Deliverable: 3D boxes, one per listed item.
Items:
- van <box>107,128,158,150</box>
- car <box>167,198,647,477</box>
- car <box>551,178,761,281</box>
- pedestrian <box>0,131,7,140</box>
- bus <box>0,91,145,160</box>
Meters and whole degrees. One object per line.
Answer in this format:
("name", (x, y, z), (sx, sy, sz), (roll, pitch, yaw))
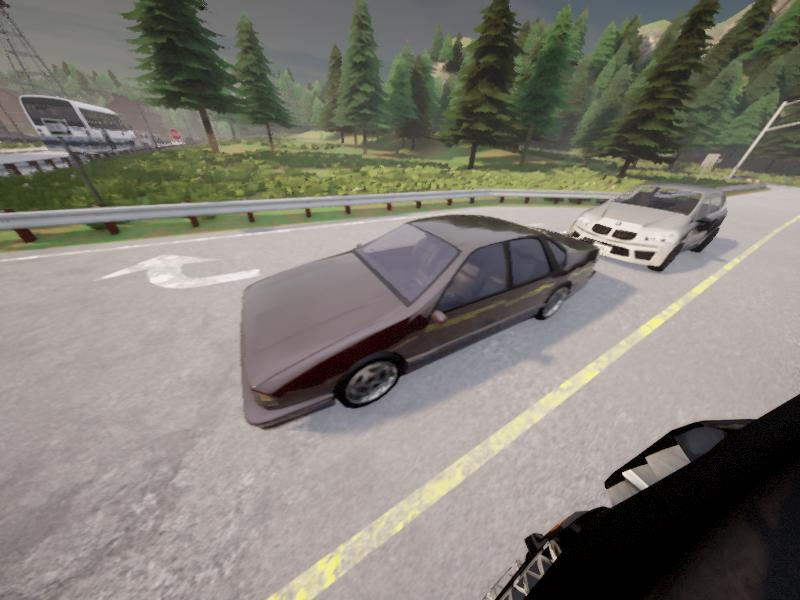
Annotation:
("van", (-44.804, -26.926, 38.751), (6.366, 2.431, 2.351), (12, 30, 12))
("car", (0.749, -0.374, 3.303), (5.357, 1.411, 2.033), (-16, 38, -26))
("car", (6.911, -2.231, 6.330), (4.611, 1.667, 2.242), (-16, 38, -26))
("pedestrian", (-64.276, -26.545, 36.723), (0.751, 1.860, 0.751), (-4, 34, -10))
("bus", (-30.550, -16.649, 22.706), (3.944, 4.253, 10.273), (-15, 37, -25))
